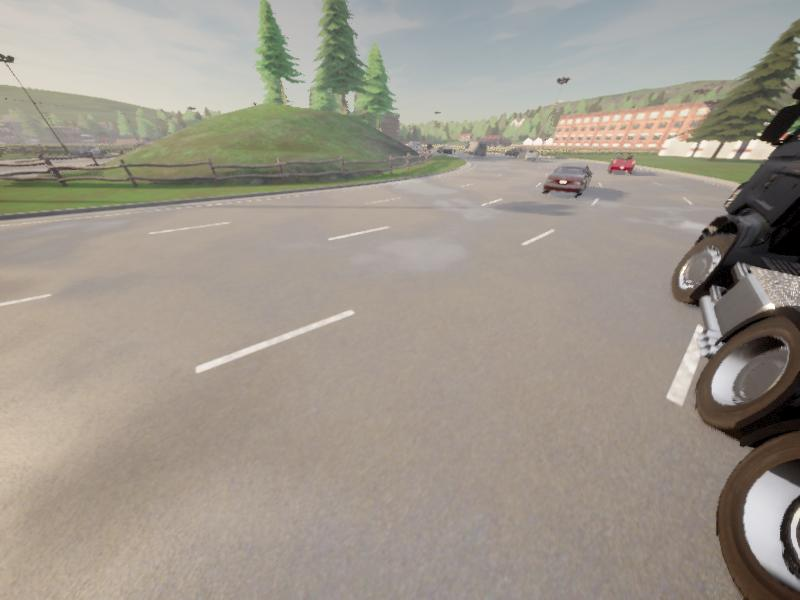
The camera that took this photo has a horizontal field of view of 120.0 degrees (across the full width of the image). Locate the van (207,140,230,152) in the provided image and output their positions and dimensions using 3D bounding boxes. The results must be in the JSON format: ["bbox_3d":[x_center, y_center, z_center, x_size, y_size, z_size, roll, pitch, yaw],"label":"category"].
[{"bbox_3d":[-47.328,-40.354,60.332,2.351,2.431,6.366,-9,35,-13],"label":"van"}]

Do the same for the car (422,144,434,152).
[{"bbox_3d":[8.038,-43.842,66.551,1.905,1.878,3.866,-8,35,-13],"label":"car"}]

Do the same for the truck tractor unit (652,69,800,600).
[{"bbox_3d":[4.768,-0.535,1.183,3.053,4.208,6.516,29,43,32],"label":"truck tractor unit"}]

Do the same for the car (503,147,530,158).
[{"bbox_3d":[22.254,-28.382,44.322,2.242,1.667,4.611,-6,35,-10],"label":"car"}]

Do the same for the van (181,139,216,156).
[{"bbox_3d":[-38.248,-29.195,44.154,2.351,2.431,6.366,-9,36,-13],"label":"van"}]

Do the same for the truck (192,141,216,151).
[{"bbox_3d":[-50.920,-40.158,60.300,2.390,2.098,6.274,-9,35,-13],"label":"truck"}]

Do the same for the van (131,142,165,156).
[{"bbox_3d":[-44.333,-26.640,40.750,1.775,1.987,4.442,-9,35,-13],"label":"van"}]

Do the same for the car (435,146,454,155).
[{"bbox_3d":[9.645,-32.716,50.531,1.930,1.638,5.238,-8,35,-12],"label":"car"}]

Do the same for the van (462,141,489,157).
[{"bbox_3d":[14.748,-29.863,45.631,1.988,2.561,5.915,-7,35,-12],"label":"van"}]

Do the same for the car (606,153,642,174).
[{"bbox_3d":[21.341,-13.138,22.185,1.845,1.501,3.633,22,40,28],"label":"car"}]

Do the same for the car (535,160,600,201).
[{"bbox_3d":[9.623,-6.929,13.110,2.033,1.411,5.357,24,41,30],"label":"car"}]

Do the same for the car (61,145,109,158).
[{"bbox_3d":[-50.344,-23.932,37.125,2.038,1.542,4.974,-9,36,-13],"label":"car"}]

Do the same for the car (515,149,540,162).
[{"bbox_3d":[19.617,-22.439,35.741,1.845,1.501,3.633,1,34,1],"label":"car"}]
